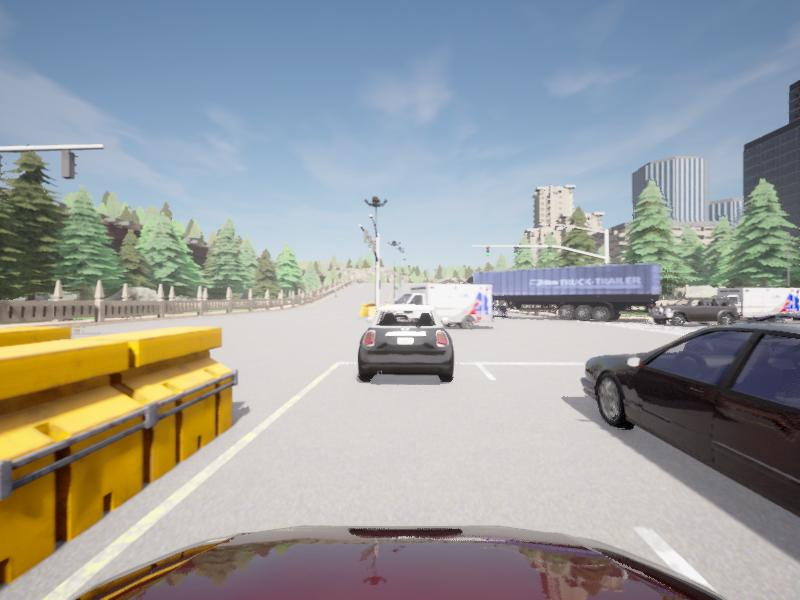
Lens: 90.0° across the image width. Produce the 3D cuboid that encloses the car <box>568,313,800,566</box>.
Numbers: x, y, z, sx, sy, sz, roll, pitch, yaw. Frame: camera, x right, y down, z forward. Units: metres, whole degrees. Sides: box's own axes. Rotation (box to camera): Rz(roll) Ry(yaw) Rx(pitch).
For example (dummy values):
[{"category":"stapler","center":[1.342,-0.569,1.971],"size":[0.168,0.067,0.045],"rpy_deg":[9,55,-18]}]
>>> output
[{"category":"car","center":[3.460,0.898,3.342],"size":[2.033,1.411,5.357],"rpy_deg":[0,0,2]}]

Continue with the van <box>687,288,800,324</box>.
[{"category":"van","center":[24.262,0.402,28.130],"size":[6.366,2.431,2.351],"rpy_deg":[0,0,2]}]

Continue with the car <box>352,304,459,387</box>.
[{"category":"car","center":[0.168,0.860,9.275],"size":[1.970,1.475,3.806],"rpy_deg":[0,0,2]}]

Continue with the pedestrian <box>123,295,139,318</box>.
[{"category":"pedestrian","center":[-21.326,0.506,31.726],"size":[0.751,1.860,0.751],"rpy_deg":[0,0,2]}]

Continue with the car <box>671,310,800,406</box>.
[{"category":"car","center":[7.090,0.912,6.986],"size":[1.994,1.385,4.181],"rpy_deg":[0,0,2]}]

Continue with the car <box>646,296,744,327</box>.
[{"category":"car","center":[18.162,0.674,24.760],"size":[4.605,1.855,1.932],"rpy_deg":[0,0,1]}]

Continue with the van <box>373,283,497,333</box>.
[{"category":"van","center":[1.948,0.395,21.844],"size":[6.366,2.431,2.351],"rpy_deg":[0,0,-22]}]

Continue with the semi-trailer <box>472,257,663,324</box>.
[{"category":"semi-trailer","center":[12.601,-0.601,32.399],"size":[14.254,4.402,2.717],"rpy_deg":[0,1,45]}]

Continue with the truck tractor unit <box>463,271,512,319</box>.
[{"category":"truck tractor unit","center":[8.231,-0.490,38.529],"size":[3.053,4.208,6.516],"rpy_deg":[0,0,-3]}]
